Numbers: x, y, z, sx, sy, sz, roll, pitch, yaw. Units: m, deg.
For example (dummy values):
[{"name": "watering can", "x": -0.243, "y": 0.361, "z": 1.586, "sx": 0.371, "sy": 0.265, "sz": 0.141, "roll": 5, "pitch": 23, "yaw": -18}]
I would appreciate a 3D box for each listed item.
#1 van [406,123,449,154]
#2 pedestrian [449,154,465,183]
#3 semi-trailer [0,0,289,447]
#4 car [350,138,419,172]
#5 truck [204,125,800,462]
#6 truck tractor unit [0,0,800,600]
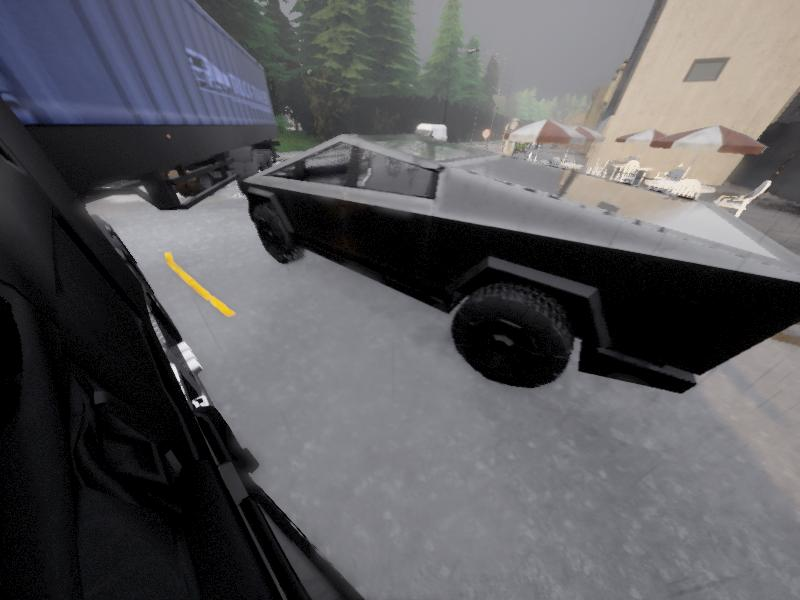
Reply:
[{"name": "van", "x": 3.164, "y": -17.964, "z": 25.678, "sx": 1.988, "sy": 2.561, "sz": 5.915, "roll": 23, "pitch": 41, "yaw": 25}, {"name": "pedestrian", "x": 2.742, "y": -6.330, "z": 11.130, "sx": 0.500, "sy": 1.100, "sz": 0.500, "roll": 3, "pitch": 37, "yaw": 0}, {"name": "semi-trailer", "x": -5.650, "y": -4.683, "z": 5.842, "sx": 2.717, "sy": 4.402, "sz": 14.254, "roll": -8, "pitch": 38, "yaw": -13}, {"name": "car", "x": -0.805, "y": -9.783, "z": 15.357, "sx": 1.882, "sy": 1.535, "sz": 5.008, "roll": 22, "pitch": 41, "yaw": 24}, {"name": "truck", "x": 0.149, "y": -1.226, "z": 3.542, "sx": 6.274, "sy": 2.098, "sz": 2.390, "roll": 25, "pitch": 42, "yaw": 27}, {"name": "truck tractor unit", "x": -2.645, "y": -0.295, "z": 0.351, "sx": 6.516, "sy": 4.208, "sz": 3.053, "roll": 28, "pitch": 44, "yaw": 30}]
